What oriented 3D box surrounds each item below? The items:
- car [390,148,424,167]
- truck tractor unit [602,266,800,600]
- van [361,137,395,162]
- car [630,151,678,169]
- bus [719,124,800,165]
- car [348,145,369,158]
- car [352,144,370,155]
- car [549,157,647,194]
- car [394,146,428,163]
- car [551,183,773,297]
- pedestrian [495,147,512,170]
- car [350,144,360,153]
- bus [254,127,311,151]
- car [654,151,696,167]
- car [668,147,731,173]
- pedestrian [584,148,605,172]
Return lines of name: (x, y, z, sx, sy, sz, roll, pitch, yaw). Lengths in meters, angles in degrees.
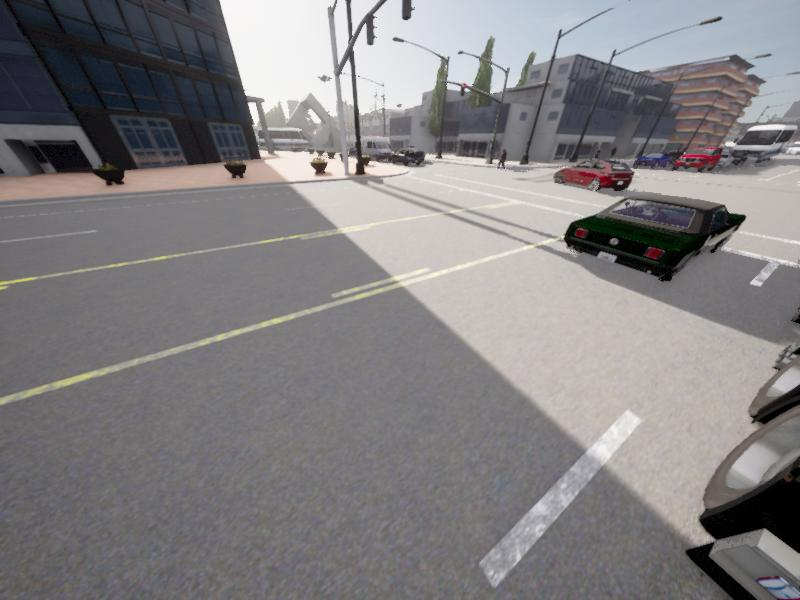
car: (0.692, -15.678, 25.324, 1.816, 1.474, 4.193, -17, 38, -24)
truck tractor unit: (5.115, -0.295, 0.784, 6.516, 4.208, 3.053, -18, 39, -24)
van: (-2.978, -19.848, 30.361, 1.988, 2.561, 5.915, -17, 38, -24)
car: (28.790, -15.900, 26.198, 5.008, 1.535, 1.882, -18, 38, -25)
bus: (51.124, -21.998, 32.504, 10.273, 4.253, 3.944, -19, 39, -23)
car: (-6.342, -22.753, 35.392, 1.845, 1.501, 3.633, -18, 39, -25)
car: (-7.462, -28.592, 43.761, 1.930, 1.638, 5.238, -14, 37, -20)
car: (11.296, -7.476, 13.688, 1.816, 1.474, 4.193, -3, 35, -6)
car: (1.273, -19.175, 30.278, 1.930, 1.638, 5.238, -17, 39, -24)
car: (6.091, -1.712, 5.400, 4.718, 1.301, 1.895, -18, 39, -24)
pedestrian: (9.716, -13.325, 21.751, 0.751, 1.860, 0.751, -7, 35, -12)
car: (-9.610, -32.412, 49.411, 1.816, 1.474, 4.193, -7, 35, -11)
bus: (-26.453, -36.688, 52.755, 10.273, 4.253, 3.944, -1, 35, -3)
car: (34.413, -17.679, 28.893, 4.892, 1.490, 1.837, -18, 39, -24)
car: (30.560, -14.375, 23.569, 5.566, 2.045, 2.150, -18, 39, -24)
pedestrian: (18.209, -13.106, 21.633, 0.751, 1.860, 0.751, 17, 38, 22)
